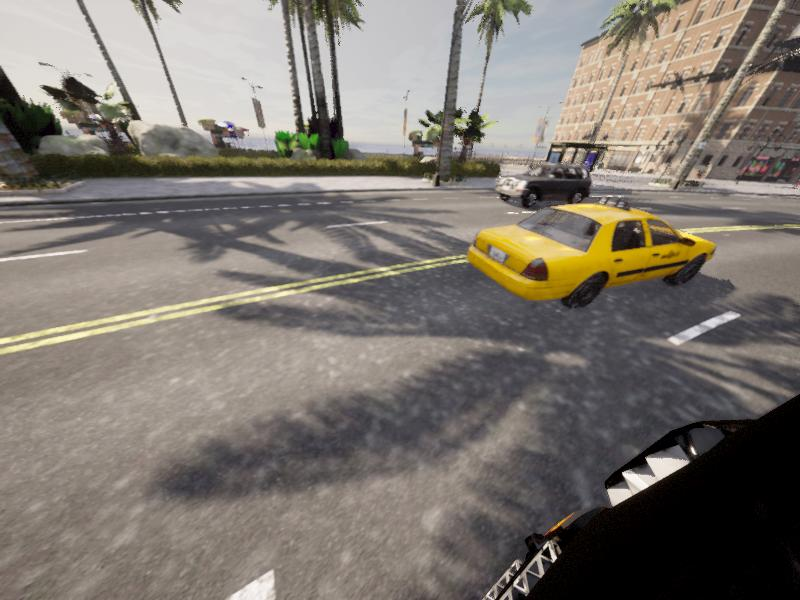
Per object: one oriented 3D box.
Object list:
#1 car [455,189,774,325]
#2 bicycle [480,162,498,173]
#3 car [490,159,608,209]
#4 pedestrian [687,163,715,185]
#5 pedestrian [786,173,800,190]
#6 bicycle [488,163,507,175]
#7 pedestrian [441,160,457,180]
[{"bbox_3d":[4.023,-1.168,4.583,5.366,1.575,1.801,-9,35,-17],"label":"car"},{"bbox_3d":[9.855,-14.650,25.556,1.643,1.024,0.373,-1,34,-6],"label":"bicycle"},{"bbox_3d":[7.232,-5.771,11.483,4.605,1.855,1.932,-8,34,-16],"label":"car"},{"bbox_3d":[30.962,-12.979,23.788,0.751,1.860,0.751,-4,34,-10],"label":"pedestrian"},{"bbox_3d":[41.329,-12.379,23.654,0.751,1.860,0.751,2,34,-1],"label":"pedestrian"},{"bbox_3d":[10.051,-13.535,23.892,1.643,1.024,0.373,-1,34,-6],"label":"bicycle"},{"bbox_3d":[3.795,-10.215,18.117,0.751,1.300,0.751,-10,36,-18],"label":"pedestrian"}]
